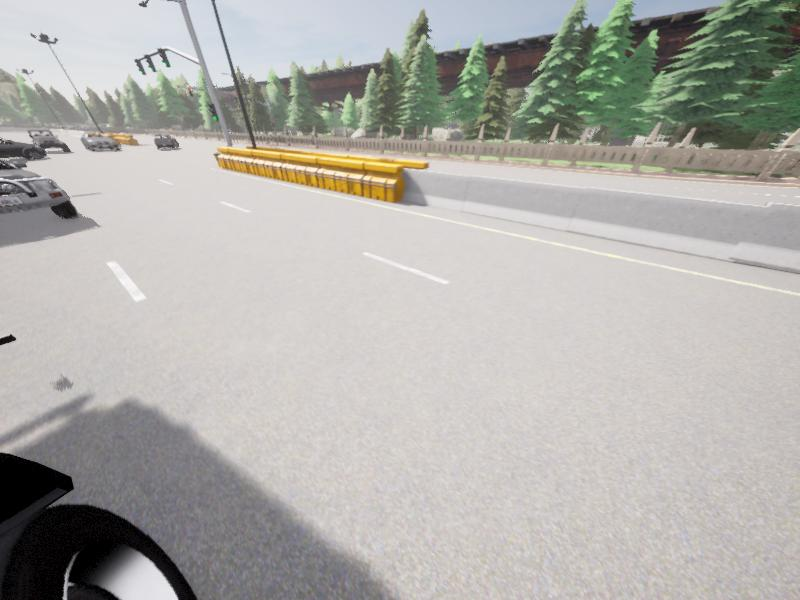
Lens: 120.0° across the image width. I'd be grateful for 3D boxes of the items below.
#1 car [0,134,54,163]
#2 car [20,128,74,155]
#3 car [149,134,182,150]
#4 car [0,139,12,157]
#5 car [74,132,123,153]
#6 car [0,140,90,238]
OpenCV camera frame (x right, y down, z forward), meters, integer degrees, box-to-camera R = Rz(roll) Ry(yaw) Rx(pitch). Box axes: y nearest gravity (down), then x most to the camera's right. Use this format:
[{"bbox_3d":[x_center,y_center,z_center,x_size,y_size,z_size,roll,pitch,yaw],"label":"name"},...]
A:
[{"bbox_3d":[-28.628,-10.753,16.322,1.851,1.617,3.988,13,38,16],"label":"car"},{"bbox_3d":[-33.105,-14.911,21.677,3.866,1.878,1.905,24,41,28],"label":"car"},{"bbox_3d":[-29.074,-19.693,28.755,1.845,1.501,3.633,-17,40,-24],"label":"car"},{"bbox_3d":[-34.487,-12.782,19.123,4.181,1.385,1.994,25,42,29],"label":"car"},{"bbox_3d":[-32.636,-17.130,24.996,5.027,1.651,2.152,24,41,28],"label":"car"},{"bbox_3d":[-11.343,-3.121,6.146,4.605,1.855,1.932,16,39,20],"label":"car"}]
